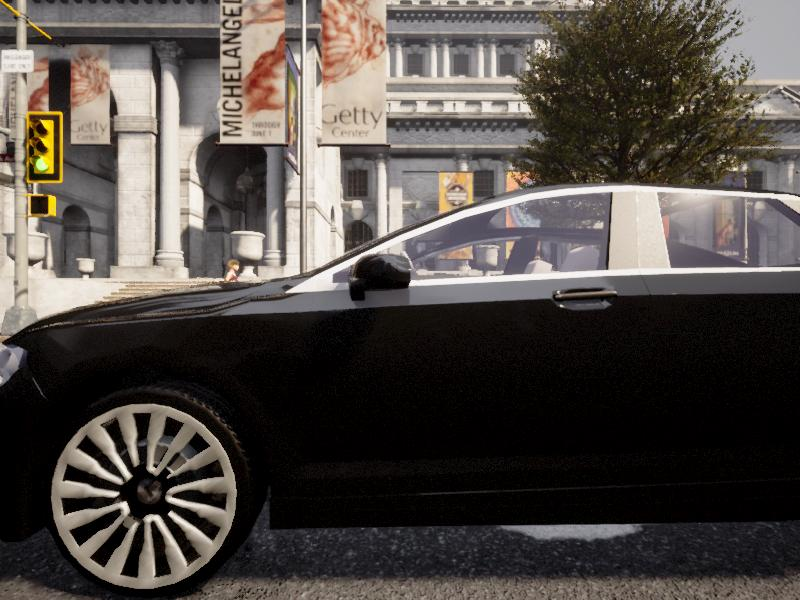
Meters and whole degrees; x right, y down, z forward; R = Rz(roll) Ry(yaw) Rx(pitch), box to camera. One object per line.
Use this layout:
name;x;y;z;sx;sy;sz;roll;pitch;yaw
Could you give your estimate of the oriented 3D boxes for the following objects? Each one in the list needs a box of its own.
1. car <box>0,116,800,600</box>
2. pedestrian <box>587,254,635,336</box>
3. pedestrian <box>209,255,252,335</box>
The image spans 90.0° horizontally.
car;0.641;0.236;2.199;4.902;1.511;2.128;0;0;0
pedestrian;5.009;-0.115;9.553;0.751;1.860;0.751;0;0;-1
pedestrian;-4.058;-0.115;9.647;0.751;1.860;0.751;0;0;-4
